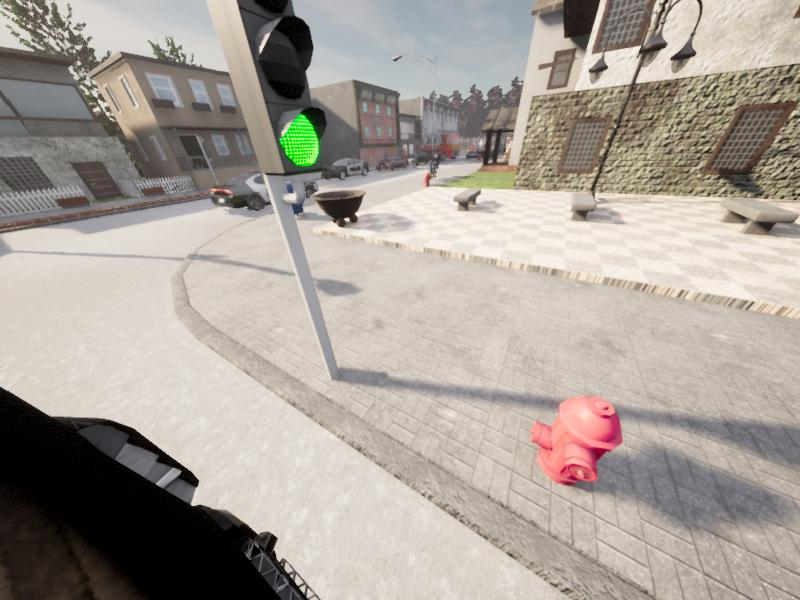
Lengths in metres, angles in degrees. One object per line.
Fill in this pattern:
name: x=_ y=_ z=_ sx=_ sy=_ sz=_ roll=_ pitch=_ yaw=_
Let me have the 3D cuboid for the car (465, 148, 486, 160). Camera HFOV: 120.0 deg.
car: x=12.235 y=-23.654 z=37.341 sx=1.994 sy=1.385 sz=4.181 roll=16 pitch=38 yaw=26

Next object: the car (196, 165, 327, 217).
car: x=-6.341 y=-5.568 z=11.393 sx=2.038 sy=1.542 sz=4.974 roll=16 pitch=38 yaw=26

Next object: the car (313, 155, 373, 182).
car: x=-4.785 y=-11.617 z=20.277 sx=1.930 sy=1.638 sz=5.238 roll=15 pitch=38 yaw=25

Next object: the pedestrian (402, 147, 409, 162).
pedestrian: x=0.843 y=-22.949 z=36.462 sx=0.751 sy=1.860 sz=0.751 roll=12 pitch=36 yaw=21

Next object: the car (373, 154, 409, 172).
car: x=-0.882 y=-15.229 z=25.661 sx=1.994 sy=1.385 sz=4.181 roll=16 pitch=38 yaw=26

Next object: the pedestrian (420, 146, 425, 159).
pedestrian: x=4.007 y=-26.094 z=40.952 sx=0.751 sy=1.860 sz=0.751 roll=14 pitch=37 yaw=24

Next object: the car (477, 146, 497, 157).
car: x=16.226 y=-27.567 z=42.902 sx=2.033 sy=1.411 sz=5.357 roll=16 pitch=38 yaw=26

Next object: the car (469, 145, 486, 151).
car: x=23.664 y=-46.487 z=70.671 sx=4.514 sy=1.525 sz=2.007 roll=16 pitch=38 yaw=26

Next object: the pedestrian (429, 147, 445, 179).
pedestrian: x=2.588 y=-9.651 z=16.335 sx=0.751 sy=1.860 sz=0.751 roll=17 pitch=39 yaw=28

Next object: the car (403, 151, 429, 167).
car: x=2.163 y=-18.266 z=29.830 sx=1.789 sy=1.549 sz=3.705 roll=16 pitch=38 yaw=26

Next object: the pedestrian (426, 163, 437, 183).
pedestrian: x=2.013 y=-8.131 z=14.764 sx=0.500 sy=1.100 sz=0.500 roll=23 pitch=42 yaw=34

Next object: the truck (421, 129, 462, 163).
truck: x=6.432 y=-23.434 z=35.221 sx=2.891 sy=3.827 sz=8.468 roll=16 pitch=38 yaw=26

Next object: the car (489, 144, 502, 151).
car: x=26.831 y=-42.758 z=64.867 sx=2.163 sy=1.488 sz=4.792 roll=2 pitch=34 yaw=8

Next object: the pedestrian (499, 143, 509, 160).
pedestrian: x=13.743 y=-19.748 z=30.678 sx=0.751 sy=1.860 sz=0.751 roll=16 pitch=38 yaw=26
